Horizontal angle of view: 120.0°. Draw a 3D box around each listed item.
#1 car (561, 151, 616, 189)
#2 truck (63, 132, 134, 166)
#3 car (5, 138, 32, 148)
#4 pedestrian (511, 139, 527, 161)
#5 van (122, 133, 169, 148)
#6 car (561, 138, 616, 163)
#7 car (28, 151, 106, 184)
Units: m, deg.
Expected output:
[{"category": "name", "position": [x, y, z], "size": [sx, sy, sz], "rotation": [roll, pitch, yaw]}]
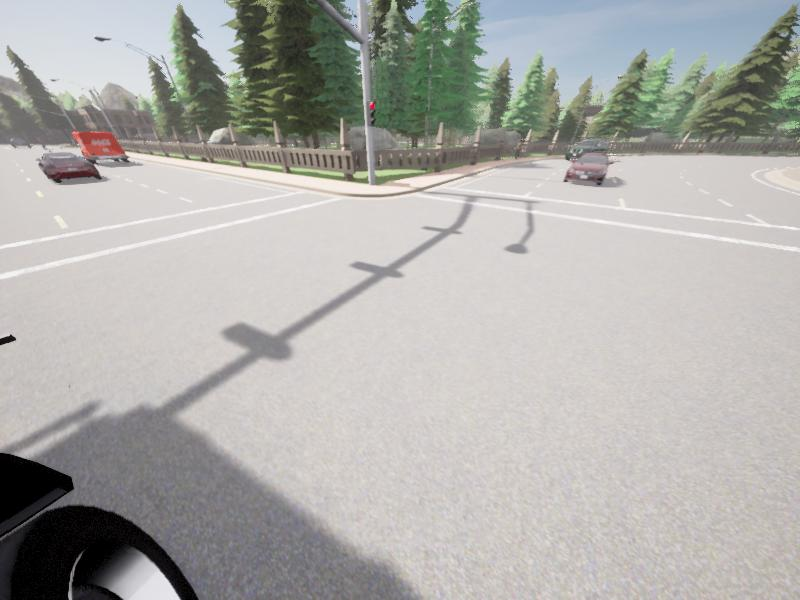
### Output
[{"category": "car", "position": [11.258, -7.833, 13.677], "size": [1.812, 1.442, 4.674], "rotation": [24, 42, 30]}, {"category": "truck", "position": [-28.737, -14.531, 22.073], "size": [5.204, 2.467, 2.627], "rotation": [22, 41, 28]}, {"category": "car", "position": [-77.425, -31.878, 46.922], "size": [5.027, 1.651, 2.152], "rotation": [22, 41, 27]}, {"category": "pedestrian", "position": [12.079, -15.312, 23.542], "size": [0.751, 1.860, 0.751], "rotation": [-30, 45, -35]}, {"category": "van", "position": [-54.405, -34.201, 49.537], "size": [1.988, 2.561, 5.915], "rotation": [22, 41, 28]}, {"category": "car", "position": [20.497, -16.264, 25.082], "size": [5.566, 2.045, 2.150], "rotation": [-20, 40, -27]}, {"category": "car", "position": [-20.577, -8.273, 14.266], "size": [4.181, 1.385, 1.994], "rotation": [22, 41, 28]}]
